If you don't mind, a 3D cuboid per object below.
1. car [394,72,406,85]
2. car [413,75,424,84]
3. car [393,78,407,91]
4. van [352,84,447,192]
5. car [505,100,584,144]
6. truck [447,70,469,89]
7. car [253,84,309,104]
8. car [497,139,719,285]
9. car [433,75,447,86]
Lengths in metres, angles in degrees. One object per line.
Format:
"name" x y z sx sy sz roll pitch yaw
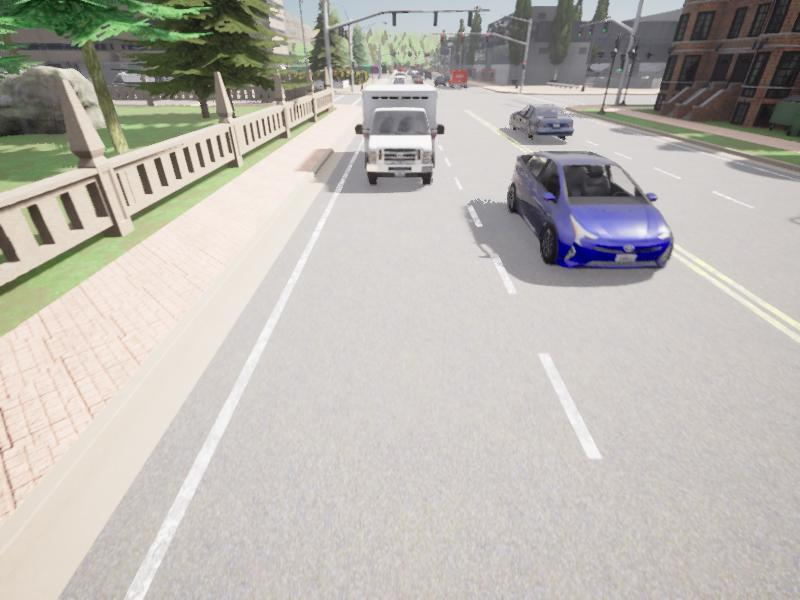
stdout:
"car" 0.014 -42.393 76.482 2.150 2.045 5.566 0 30 0
"car" 3.513 -42.574 77.259 1.845 1.501 3.633 0 30 0
"car" 0.008 -31.980 59.298 2.033 1.411 5.357 0 30 0
"van" -0.004 -5.651 13.261 2.351 2.431 6.366 0 30 0
"car" 7.002 -9.036 20.075 2.033 1.411 5.357 0 30 0
"truck" 9.104 -34.861 63.172 2.627 2.467 5.204 0 30 0
"car" -11.007 -19.223 37.361 4.514 1.525 2.007 0 30 0
"car" 3.496 -2.041 7.980 2.007 1.525 4.514 0 30 0
"car" 7.012 -38.745 70.634 2.033 1.649 4.856 0 30 0
